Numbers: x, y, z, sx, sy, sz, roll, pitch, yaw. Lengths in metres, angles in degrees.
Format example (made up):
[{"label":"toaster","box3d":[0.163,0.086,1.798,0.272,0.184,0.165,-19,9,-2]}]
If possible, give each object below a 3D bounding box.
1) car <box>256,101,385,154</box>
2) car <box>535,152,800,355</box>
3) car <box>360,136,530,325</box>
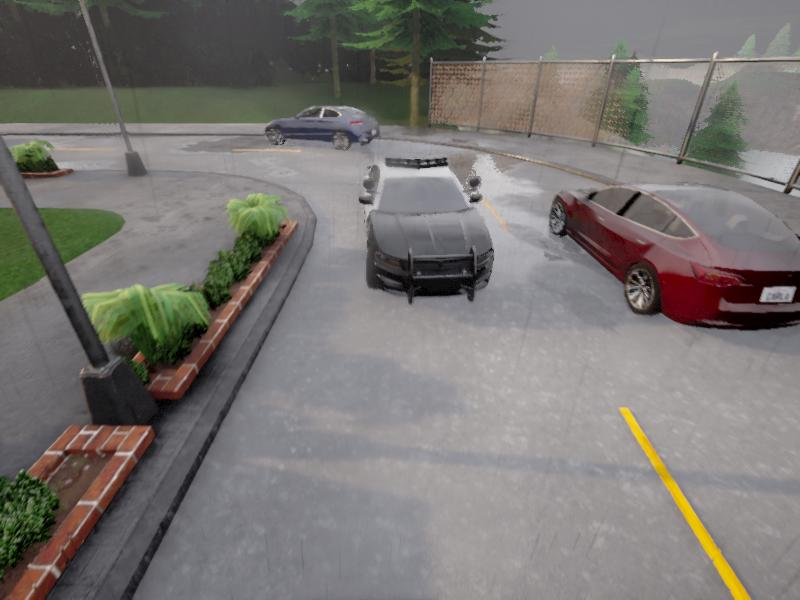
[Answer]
[{"label":"car","box3d":[-3.380,-7.580,17.349,5.027,1.651,2.152,12,32,20]},{"label":"car","box3d":[4.200,-1.202,6.583,2.163,1.488,4.792,-1,30,-2]},{"label":"car","box3d":[0.309,-1.732,7.333,1.930,1.638,5.238,-2,31,-5]}]
